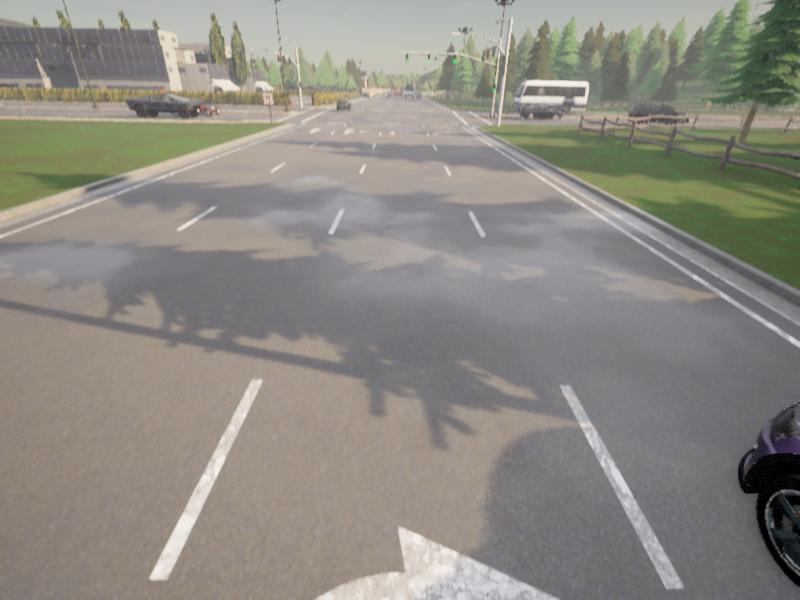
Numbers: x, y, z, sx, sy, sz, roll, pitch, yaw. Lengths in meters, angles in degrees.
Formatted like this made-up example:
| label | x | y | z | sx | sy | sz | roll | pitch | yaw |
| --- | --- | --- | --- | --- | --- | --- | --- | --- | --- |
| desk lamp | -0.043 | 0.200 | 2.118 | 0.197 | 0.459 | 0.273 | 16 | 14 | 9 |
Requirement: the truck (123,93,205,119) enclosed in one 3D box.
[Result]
| label | x | y | z | sx | sy | sz | roll | pitch | yaw |
| --- | --- | --- | --- | --- | --- | --- | --- | --- | --- |
| truck | -23.043 | -19.056 | 39.326 | 6.274 | 2.098 | 2.390 | 1 | 28 | -1 |

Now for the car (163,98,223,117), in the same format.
| label | x | y | z | sx | sy | sz | roll | pitch | yaw |
| --- | --- | --- | --- | --- | --- | --- | --- | --- | --- |
| car | -21.879 | -20.467 | 42.548 | 5.027 | 1.651 | 2.152 | 1 | 28 | -1 |

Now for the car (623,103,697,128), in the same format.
| label | x | y | z | sx | sy | sz | roll | pitch | yaw |
| --- | --- | --- | --- | --- | --- | --- | --- | --- | --- |
| car | 25.852 | -18.454 | 39.989 | 5.566 | 2.045 | 2.150 | 1 | 28 | 0 |

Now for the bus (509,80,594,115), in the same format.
| label | x | y | z | sx | sy | sz | roll | pitch | yaw |
| --- | --- | --- | --- | --- | --- | --- | --- | --- | --- |
| bus | 21.976 | -29.690 | 58.753 | 10.273 | 4.253 | 3.944 | 1 | 28 | -1 |

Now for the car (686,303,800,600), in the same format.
| label | x | y | z | sx | sy | sz | roll | pitch | yaw |
| --- | --- | --- | --- | --- | --- | --- | --- | --- | --- |
| car | 3.620 | 1.910 | 1.114 | 2.033 | 1.649 | 4.856 | 1 | 28 | 0 |

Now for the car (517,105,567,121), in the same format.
| label | x | y | z | sx | sy | sz | roll | pitch | yaw |
| --- | --- | --- | --- | --- | --- | --- | --- | --- | --- |
| car | 16.293 | -21.572 | 46.140 | 4.892 | 1.490 | 1.837 | 1 | 28 | -1 |

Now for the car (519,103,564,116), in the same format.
| label | x | y | z | sx | sy | sz | roll | pitch | yaw |
| --- | --- | --- | --- | --- | --- | --- | --- | --- | --- |
| car | 19.897 | -26.873 | 56.408 | 5.357 | 1.411 | 2.033 | 1 | 28 | -1 |

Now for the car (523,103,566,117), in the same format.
| label | x | y | z | sx | sy | sz | roll | pitch | yaw |
| --- | --- | --- | --- | --- | --- | --- | --- | --- | --- |
| car | 19.237 | -25.290 | 53.280 | 4.892 | 1.490 | 1.837 | 1 | 28 | -1 |

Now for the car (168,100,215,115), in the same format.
| label | x | y | z | sx | sy | sz | roll | pitch | yaw |
| --- | --- | --- | --- | --- | --- | --- | --- | --- | --- |
| car | -23.710 | -22.012 | 45.677 | 4.181 | 1.385 | 1.994 | 1 | 28 | -1 |

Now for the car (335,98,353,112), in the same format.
| label | x | y | z | sx | sy | sz | roll | pitch | yaw |
| --- | --- | --- | --- | --- | --- | --- | --- | --- | --- |
| car | -8.078 | -28.253 | 57.891 | 2.128 | 1.511 | 4.902 | 0 | 28 | -2 |
